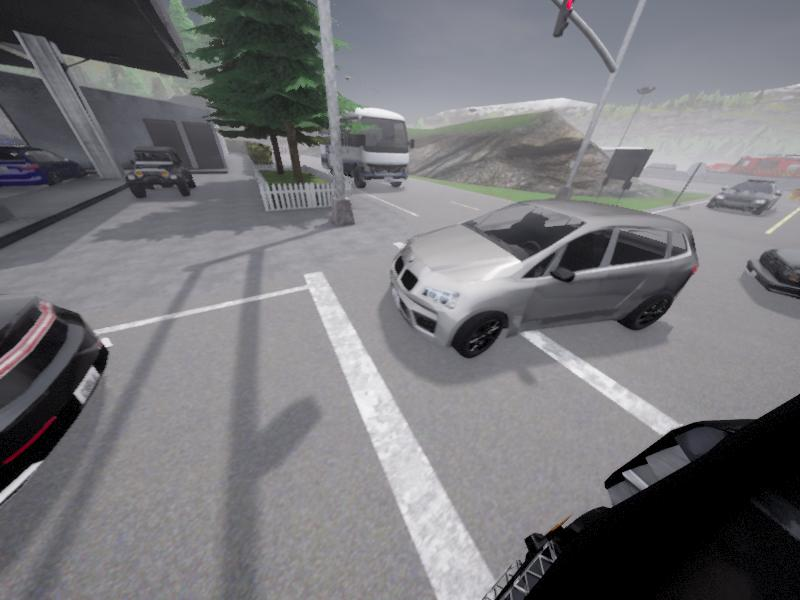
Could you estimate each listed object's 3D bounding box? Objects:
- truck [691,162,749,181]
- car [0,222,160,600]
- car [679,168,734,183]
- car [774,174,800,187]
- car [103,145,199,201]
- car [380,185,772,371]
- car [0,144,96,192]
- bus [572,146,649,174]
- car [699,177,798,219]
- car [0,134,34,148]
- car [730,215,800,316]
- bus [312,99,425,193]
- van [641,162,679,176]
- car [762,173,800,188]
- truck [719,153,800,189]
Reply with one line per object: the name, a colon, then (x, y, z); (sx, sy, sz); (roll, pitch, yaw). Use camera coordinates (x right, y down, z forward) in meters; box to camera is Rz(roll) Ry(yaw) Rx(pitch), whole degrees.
truck: (56.674, -22.874, 41.053); (2.627, 2.467, 5.204); (-16, 38, -26)
car: (-4.528, 1.077, 0.618); (4.902, 1.511, 2.128); (-16, 38, -26)
car: (47.911, -19.555, 36.245); (1.837, 1.490, 4.892); (-16, 38, -26)
car: (61.247, -17.920, 34.821); (1.837, 1.490, 4.892); (-16, 38, -26)
car: (-11.348, -6.130, 10.969); (1.905, 1.878, 3.866); (-16, 38, -27)
car: (2.178, -0.661, 3.714); (4.611, 1.667, 2.242); (-5, 34, -15)
car: (-18.429, -6.723, 11.607); (2.242, 1.667, 4.611); (-16, 38, -27)
bus: (43.096, -29.259, 47.990); (3.944, 4.253, 10.273); (-16, 38, -26)
car: (19.433, -5.820, 12.888); (4.974, 1.542, 2.038); (-16, 38, -26)
car: (-52.384, -21.278, 30.930); (1.816, 1.474, 4.193); (-16, 38, -26)
car: (9.637, 0.175, 3.339); (5.357, 1.411, 2.033); (29, 41, 34)
bus: (-2.956, -11.154, 17.050); (3.944, 4.253, 10.273); (-16, 38, -26)
van: (52.659, -26.638, 46.850); (1.775, 1.987, 4.442); (-16, 38, -26)
car: (57.831, -17.422, 33.854); (2.128, 1.511, 4.902); (-16, 38, -26)
truck: (53.880, -18.528, 33.053); (2.891, 3.827, 8.468); (-16, 38, -26)
